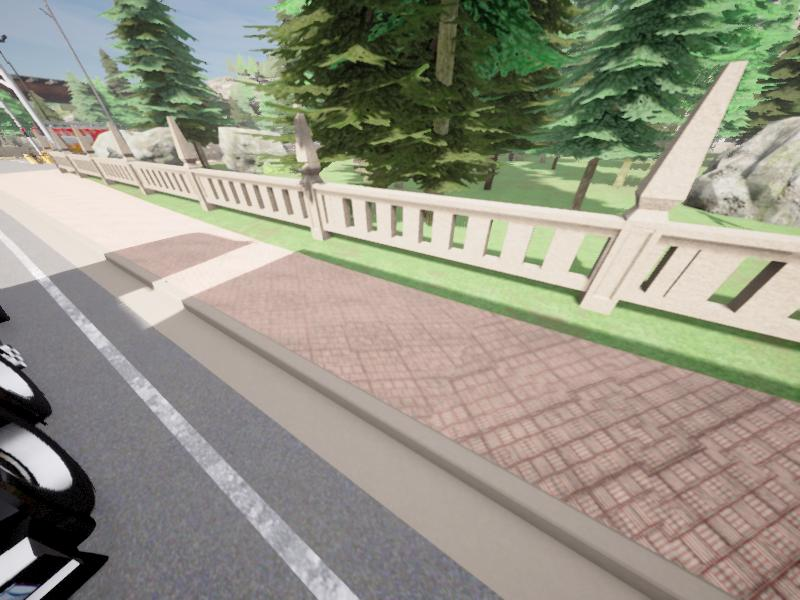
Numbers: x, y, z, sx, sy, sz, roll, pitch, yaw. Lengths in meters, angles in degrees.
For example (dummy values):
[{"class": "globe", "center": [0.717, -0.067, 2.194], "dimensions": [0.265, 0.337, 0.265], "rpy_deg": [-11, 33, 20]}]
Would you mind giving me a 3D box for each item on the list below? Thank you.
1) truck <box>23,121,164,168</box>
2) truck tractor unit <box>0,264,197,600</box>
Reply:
[{"class": "truck", "center": [-33.711, -17.599, 26.202], "dimensions": [2.891, 3.827, 8.468], "rpy_deg": [18, 39, 25]}, {"class": "truck tractor unit", "center": [-5.108, -0.305, 0.776], "dimensions": [6.516, 4.208, 3.053], "rpy_deg": [19, 39, 24]}]
